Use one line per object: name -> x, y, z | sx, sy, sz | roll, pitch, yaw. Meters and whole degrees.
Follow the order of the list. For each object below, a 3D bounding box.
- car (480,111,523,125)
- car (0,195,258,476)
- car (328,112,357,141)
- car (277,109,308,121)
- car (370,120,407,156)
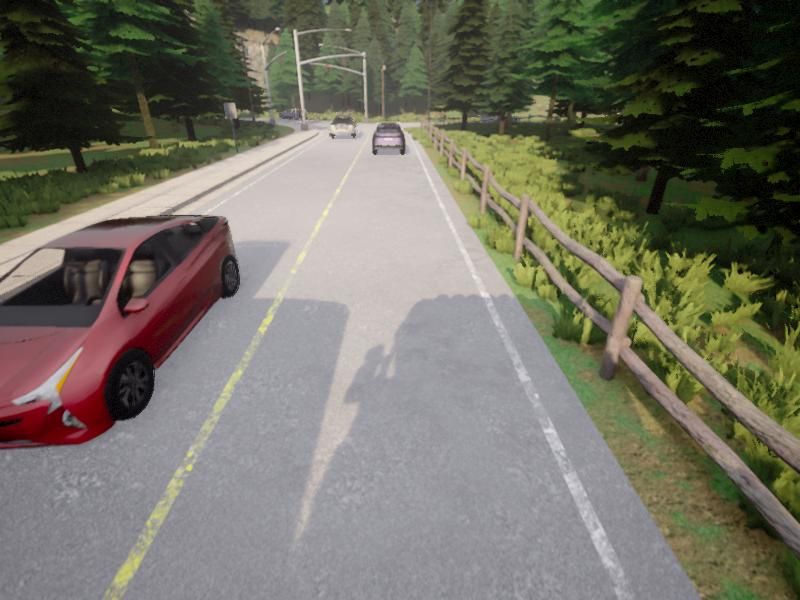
car -> 12.142, -21.922, 48.188 | 4.674, 1.442, 1.812 | 0, 27, 1
car -> -3.703, -0.119, 5.257 | 2.007, 1.525, 4.514 | 0, 27, 0
car -> -4.522, -13.999, 32.110 | 1.932, 1.855, 4.605 | -1, 27, -3
car -> -15.000, -25.763, 55.640 | 3.806, 1.475, 1.970 | 17, 32, 31
car -> -0.693, -10.034, 24.607 | 2.033, 1.649, 4.856 | -1, 27, -1
